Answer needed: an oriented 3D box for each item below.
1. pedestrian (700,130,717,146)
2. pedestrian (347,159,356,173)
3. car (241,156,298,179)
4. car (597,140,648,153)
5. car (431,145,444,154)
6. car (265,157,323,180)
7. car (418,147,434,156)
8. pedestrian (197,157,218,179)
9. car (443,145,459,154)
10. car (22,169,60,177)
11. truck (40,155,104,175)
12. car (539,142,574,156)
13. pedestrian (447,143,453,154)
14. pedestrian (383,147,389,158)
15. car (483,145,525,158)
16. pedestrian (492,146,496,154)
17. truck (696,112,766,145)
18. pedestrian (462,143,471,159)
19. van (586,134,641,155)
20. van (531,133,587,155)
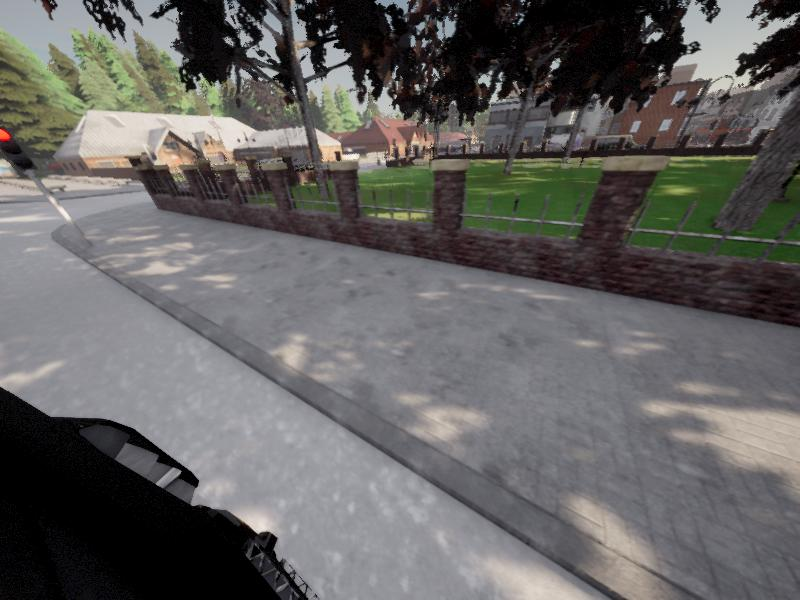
[{"bbox_3d":[44.912,-23.605,33.646,0.751,1.860,0.751,24,42,34],"label":"pedestrian"},{"bbox_3d":[-4.692,-13.038,22.493,0.500,1.100,0.500,16,38,26],"label":"pedestrian"},{"bbox_3d":[-13.815,-14.290,24.793,2.242,1.667,4.611,16,38,26],"label":"car"},{"bbox_3d":[29.980,-20.815,31.414,4.718,1.301,1.895,18,39,28],"label":"car"},{"bbox_3d":[9.494,-37.690,57.885,1.851,1.617,3.988,16,38,26],"label":"car"},{"bbox_3d":[-10.406,-13.303,23.174,1.882,1.535,5.008,16,38,26],"label":"car"},{"bbox_3d":[6.023,-34.062,52.967,1.994,1.385,4.181,16,38,26],"label":"car"},{"bbox_3d":[-19.822,-13.577,23.787,0.751,1.860,0.751,19,40,29],"label":"pedestrian"},{"bbox_3d":[12.156,-35.869,55.026,1.882,1.535,5.008,16,38,26],"label":"car"},{"bbox_3d":[-84.600,-30.006,54.488,1.895,1.301,4.718,16,38,26],"label":"car"},{"bbox_3d":[-84.942,-35.259,60.074,2.891,3.827,8.468,16,38,26],"label":"truck"},{"bbox_3d":[21.567,-20.880,31.961,3.633,1.501,1.845,15,38,25],"label":"car"},{"bbox_3d":[10.677,-32.281,49.300,0.751,1.860,0.751,23,41,33],"label":"pedestrian"},{"bbox_3d":[-2.864,-29.297,45.892,0.751,1.860,0.751,17,39,27],"label":"pedestrian"},{"bbox_3d":[15.729,-22.651,35.180,5.357,1.411,2.033,17,39,27],"label":"car"},{"bbox_3d":[17.206,-27.551,42.382,0.500,1.100,0.500,16,38,26],"label":"pedestrian"},{"bbox_3d":[53.649,-27.966,37.940,2.891,3.827,8.468,16,38,26],"label":"truck"},{"bbox_3d":[9.439,-21.216,32.887,0.751,1.860,0.751,16,38,26],"label":"pedestrian"},{"bbox_3d":[26.715,-19.545,29.158,4.442,1.987,1.775,15,38,24],"label":"van"},{"bbox_3d":[23.618,-23.329,34.643,6.366,2.431,2.351,16,38,26],"label":"van"}]
